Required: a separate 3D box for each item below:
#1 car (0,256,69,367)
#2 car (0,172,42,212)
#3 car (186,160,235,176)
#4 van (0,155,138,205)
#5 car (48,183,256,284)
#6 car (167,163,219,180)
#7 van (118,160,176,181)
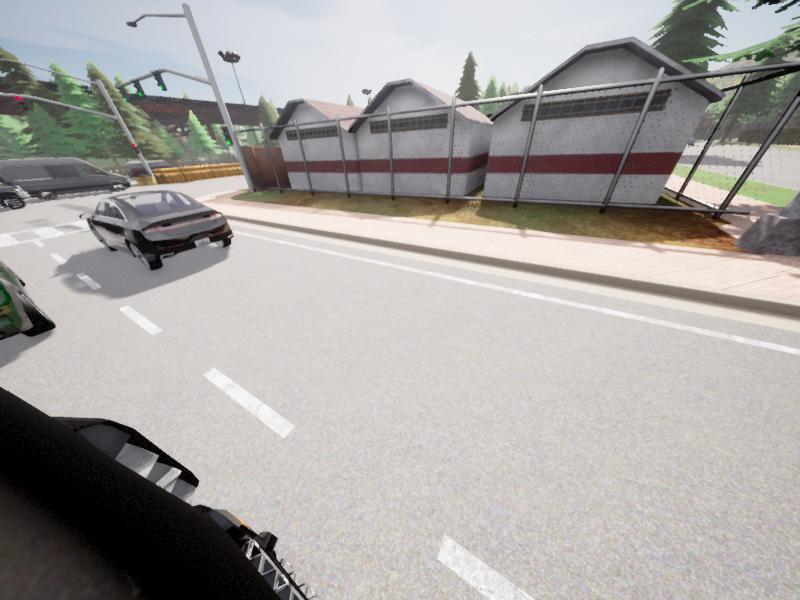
[{"bbox_3d":[-7.429,-0.199,3.175,4.553,1.767,2.097,16,38,26],"label":"car"},{"bbox_3d":[-24.105,-5.595,12.476,1.932,1.855,4.605,15,37,24],"label":"car"},{"bbox_3d":[-26.901,-18.877,33.002,2.128,1.511,4.902,15,37,24],"label":"car"},{"bbox_3d":[-24.824,-9.216,17.383,1.988,2.561,5.915,15,38,24],"label":"van"},{"bbox_3d":[-6.624,-2.092,6.219,4.902,1.511,2.128,16,38,26],"label":"car"},{"bbox_3d":[-25.633,-16.063,28.801,1.994,1.385,4.181,15,37,24],"label":"car"},{"bbox_3d":[-32.742,-16.937,30.095,1.775,1.987,4.442,15,37,24],"label":"van"}]
